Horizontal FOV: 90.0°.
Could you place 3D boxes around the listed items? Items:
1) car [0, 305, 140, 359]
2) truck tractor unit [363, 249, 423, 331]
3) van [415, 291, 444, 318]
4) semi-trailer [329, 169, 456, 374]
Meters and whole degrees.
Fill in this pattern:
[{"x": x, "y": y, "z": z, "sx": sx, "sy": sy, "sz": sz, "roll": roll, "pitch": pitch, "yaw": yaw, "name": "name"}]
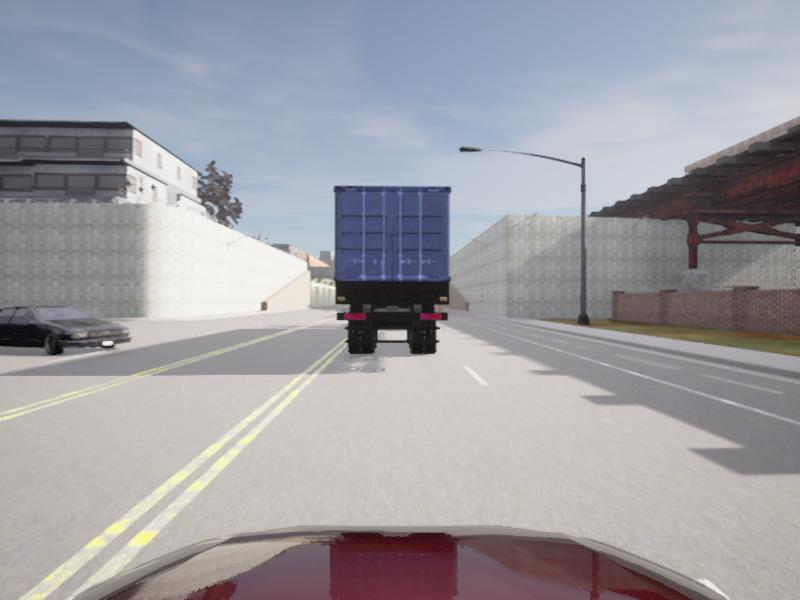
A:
[{"x": -11.170, "y": 0.882, "z": 12.545, "sx": 5.357, "sy": 1.411, "sz": 2.033, "roll": 0, "pitch": 0, "yaw": 16, "name": "car"}, {"x": -0.422, "y": -0.520, "z": 23.653, "sx": 3.053, "sy": 4.208, "sz": 6.516, "roll": 0, "pitch": 0, "yaw": -1, "name": "truck tractor unit"}, {"x": 2.826, "y": 0.391, "z": 39.646, "sx": 2.351, "sy": 2.431, "sz": 6.366, "roll": 0, "pitch": 0, "yaw": -1, "name": "van"}, {"x": -0.284, "y": -0.617, "z": 15.736, "sx": 2.717, "sy": 4.402, "sz": 14.254, "roll": 0, "pitch": 0, "yaw": -1, "name": "semi-trailer"}]
